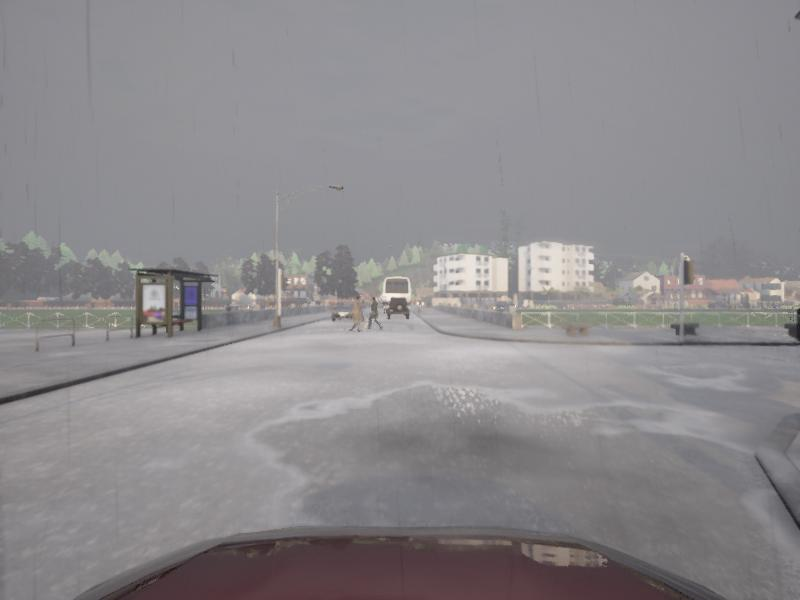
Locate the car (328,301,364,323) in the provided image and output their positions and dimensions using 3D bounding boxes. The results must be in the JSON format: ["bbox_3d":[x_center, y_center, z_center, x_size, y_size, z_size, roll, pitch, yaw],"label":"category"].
[{"bbox_3d":[-4.086,0.869,31.135,2.128,1.511,4.902,0,0,1],"label":"car"}]

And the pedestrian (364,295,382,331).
[{"bbox_3d":[-1.398,0.659,20.919,0.751,1.860,0.751,0,0,10],"label":"pedestrian"}]

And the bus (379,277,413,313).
[{"bbox_3d":[-0.457,-0.487,51.288,3.944,4.253,10.273,0,-1,0],"label":"bus"}]

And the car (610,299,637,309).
[{"bbox_3d":[41.311,0.724,74.042,3.866,1.878,1.905,0,0,0],"label":"car"}]

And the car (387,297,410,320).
[{"bbox_3d":[-0.148,0.684,35.234,1.905,1.878,3.866,0,0,-1],"label":"car"}]

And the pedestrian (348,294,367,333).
[{"bbox_3d":[-2.113,0.658,19.799,0.751,1.860,0.751,0,0,10],"label":"pedestrian"}]
